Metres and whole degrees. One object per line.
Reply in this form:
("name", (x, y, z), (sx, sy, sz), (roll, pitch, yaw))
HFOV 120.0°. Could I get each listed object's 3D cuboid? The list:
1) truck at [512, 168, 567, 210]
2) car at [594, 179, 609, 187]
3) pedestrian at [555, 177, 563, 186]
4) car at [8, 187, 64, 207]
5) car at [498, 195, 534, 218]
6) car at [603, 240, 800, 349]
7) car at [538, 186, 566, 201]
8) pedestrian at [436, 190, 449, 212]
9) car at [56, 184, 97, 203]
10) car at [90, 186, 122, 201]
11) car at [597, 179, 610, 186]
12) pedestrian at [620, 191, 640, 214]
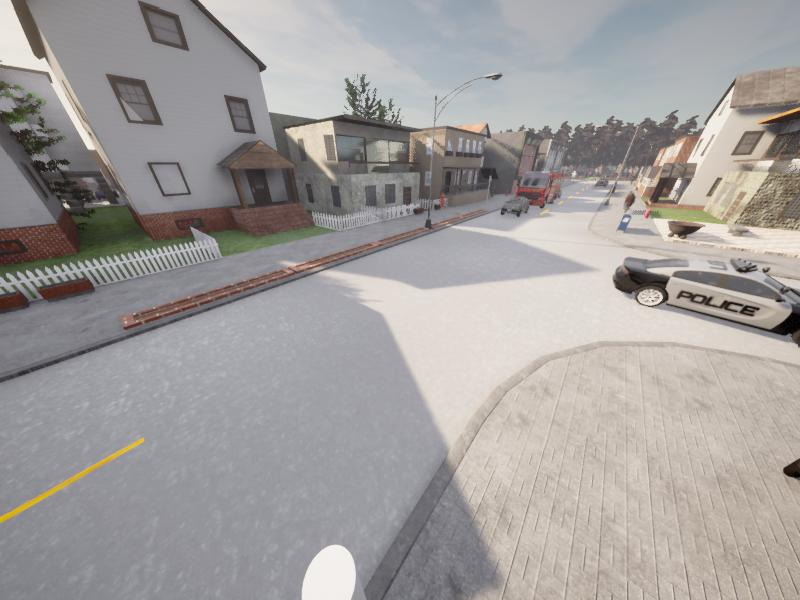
("truck", (16.421, -13.181, 27.013), (2.891, 3.827, 8.468), (23, 37, 34))
("car", (46.613, -27.043, 53.315), (2.038, 1.542, 4.974), (23, 37, 34))
("pedestrian", (36.010, -26.786, 52.284), (0.751, 1.860, 0.751), (25, 38, 36))
("car", (-43.673, -12.532, 27.911), (2.242, 1.667, 4.611), (-23, 37, -34))
("car", (11.108, -9.025, 22.085), (1.789, 1.549, 3.705), (23, 37, 34))
("car", (9.825, -0.296, 6.878), (5.238, 1.638, 1.930), (26, 39, 38))
("car", (21.898, -15.423, 33.238), (2.163, 1.488, 4.792), (23, 37, 34))
("pedestrian", (4.218, -9.822, 22.901), (0.751, 1.860, 0.751), (24, 38, 35))
("car", (-41.858, -13.887, 30.046), (1.905, 1.878, 3.866), (-23, 37, -34))
("car", (-40.001, -14.531, 31.503), (1.845, 1.501, 3.633), (-23, 37, -34))
("car", (50.640, -29.373, 57.513), (1.994, 1.385, 4.181), (23, 37, 34))
("pedestrian", (21.810, -9.270, 21.929), (0.751, 1.860, 0.751), (23, 37, 34))
